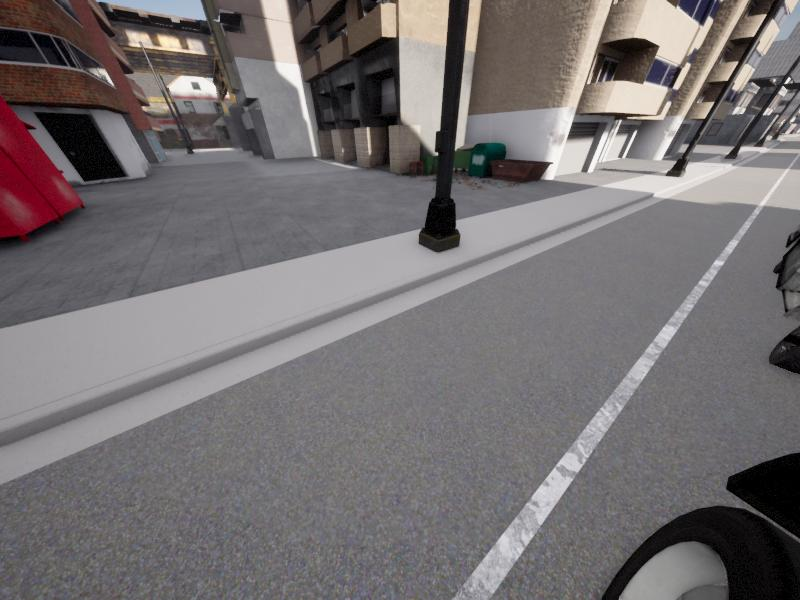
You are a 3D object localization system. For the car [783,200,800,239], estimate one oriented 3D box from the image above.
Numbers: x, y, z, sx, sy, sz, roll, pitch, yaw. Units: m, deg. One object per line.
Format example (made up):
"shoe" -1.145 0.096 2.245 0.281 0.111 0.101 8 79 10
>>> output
"car" 13.144 -2.683 6.322 4.902 1.511 2.128 -22 40 -27

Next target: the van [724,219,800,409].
"van" 7.038 -0.621 2.652 6.366 2.431 2.351 -22 40 -27
